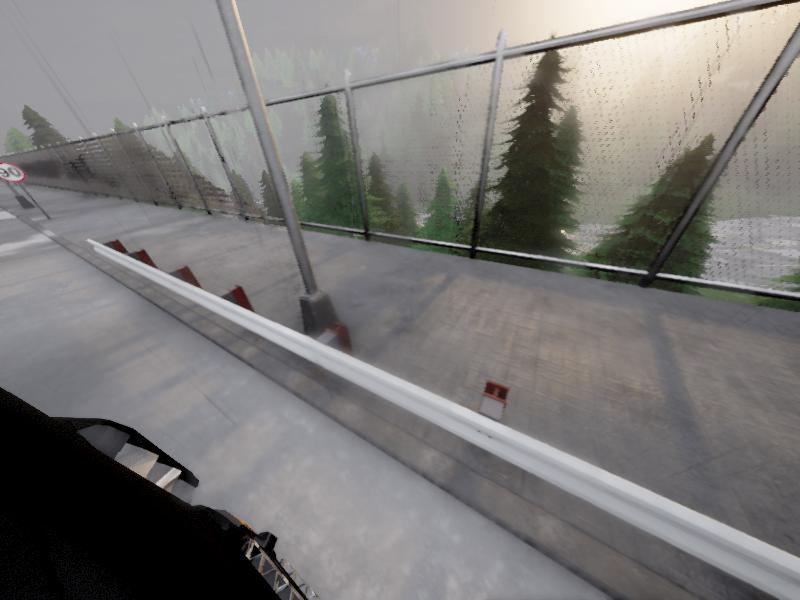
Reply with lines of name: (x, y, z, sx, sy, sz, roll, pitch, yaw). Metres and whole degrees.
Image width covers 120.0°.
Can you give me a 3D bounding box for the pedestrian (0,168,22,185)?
pedestrian: (-50.978, -16.084, 30.114, 0.751, 1.860, 0.751, -28, 41, -32)
